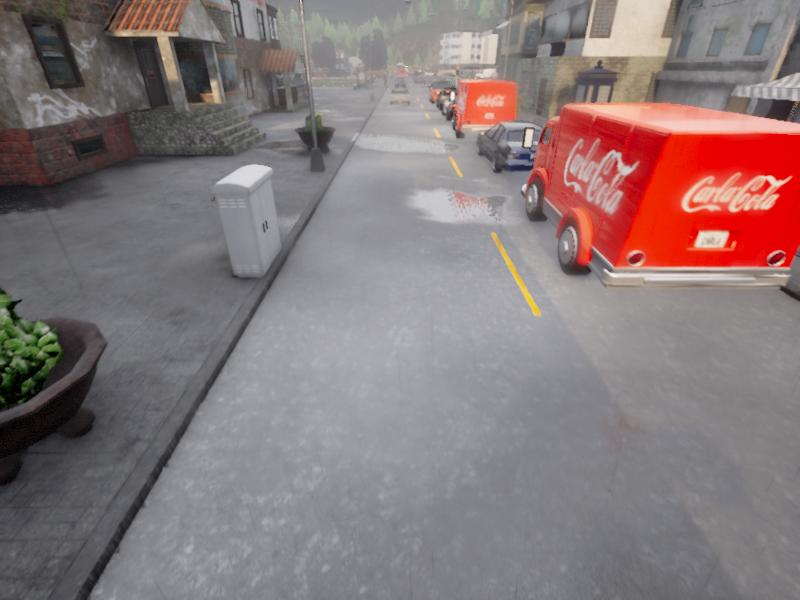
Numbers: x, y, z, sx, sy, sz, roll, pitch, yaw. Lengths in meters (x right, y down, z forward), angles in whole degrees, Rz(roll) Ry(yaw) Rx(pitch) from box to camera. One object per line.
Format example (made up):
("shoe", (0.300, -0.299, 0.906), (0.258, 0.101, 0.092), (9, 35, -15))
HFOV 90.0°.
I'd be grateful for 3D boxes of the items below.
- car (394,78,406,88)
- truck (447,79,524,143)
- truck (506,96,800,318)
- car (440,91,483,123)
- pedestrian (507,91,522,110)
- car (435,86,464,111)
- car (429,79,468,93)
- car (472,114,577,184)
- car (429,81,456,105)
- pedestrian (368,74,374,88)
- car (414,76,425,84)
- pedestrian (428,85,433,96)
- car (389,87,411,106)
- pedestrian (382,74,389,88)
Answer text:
("car", (0.012, -36.304, 66.836), (2.033, 1.411, 5.357), (0, 30, 0))
("truck", (3.998, -9.582, 19.988), (2.627, 2.467, 5.204), (0, 30, 0))
("truck", (3.998, -2.131, 7.230), (2.627, 2.467, 5.204), (0, 30, 0))
("car", (3.998, -13.060, 26.884), (2.038, 1.542, 4.974), (0, 30, 0))
("pedestrian", (8.802, -15.356, 30.792), (0.751, 1.300, 0.751), (0, 30, 0))
("car", (3.999, -16.495, 32.693), (1.851, 1.617, 3.988), (0, 30, 0))
("car", (6.667, -29.622, 55.293), (4.892, 1.490, 1.837), (13, 34, 22))
("car", (3.999, -5.469, 14.016), (2.033, 1.411, 5.357), (0, 30, 0))
("car", (3.993, -19.893, 38.327), (2.097, 1.767, 4.553), (0, 30, 0))
("pedestrian", (-4.579, -34.789, 63.523), (0.751, 1.860, 0.751), (4, 31, 7))
("car", (4.010, -45.026, 81.805), (1.994, 1.385, 4.181), (-1, 30, -1))
("pedestrian", (3.692, -25.216, 48.085), (0.500, 1.100, 0.500), (0, 30, 1))
("car", (-0.005, -18.890, 37.101), (1.895, 1.301, 4.718), (0, 30, 0))
("pedestrian", (-2.242, -34.072, 62.294), (0.751, 1.860, 0.751), (9, 31, 15))
